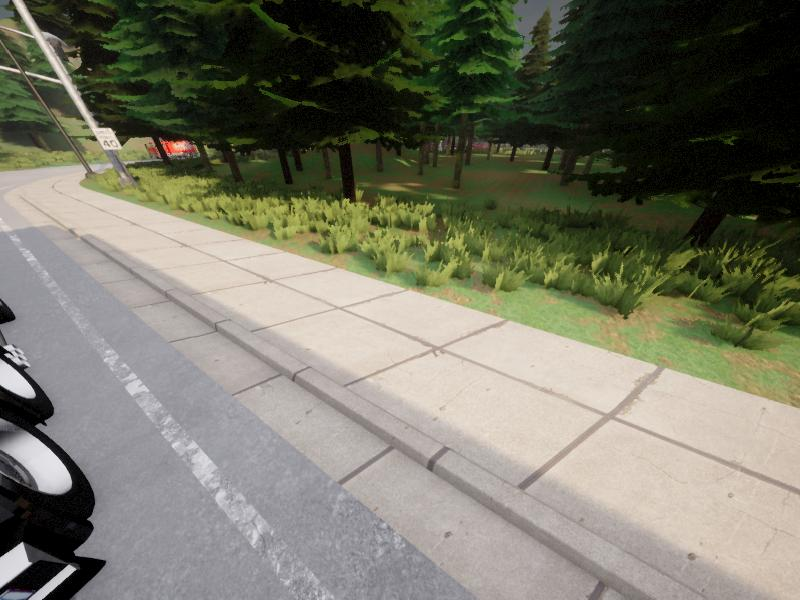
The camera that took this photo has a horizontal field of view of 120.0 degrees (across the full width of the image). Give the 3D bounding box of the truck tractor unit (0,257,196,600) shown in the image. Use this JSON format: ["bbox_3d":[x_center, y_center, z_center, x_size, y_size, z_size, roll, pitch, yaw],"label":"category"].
[{"bbox_3d":[-5.099,-0.312,0.797,6.516,4.208,3.053,19,39,25],"label":"truck tractor unit"}]
